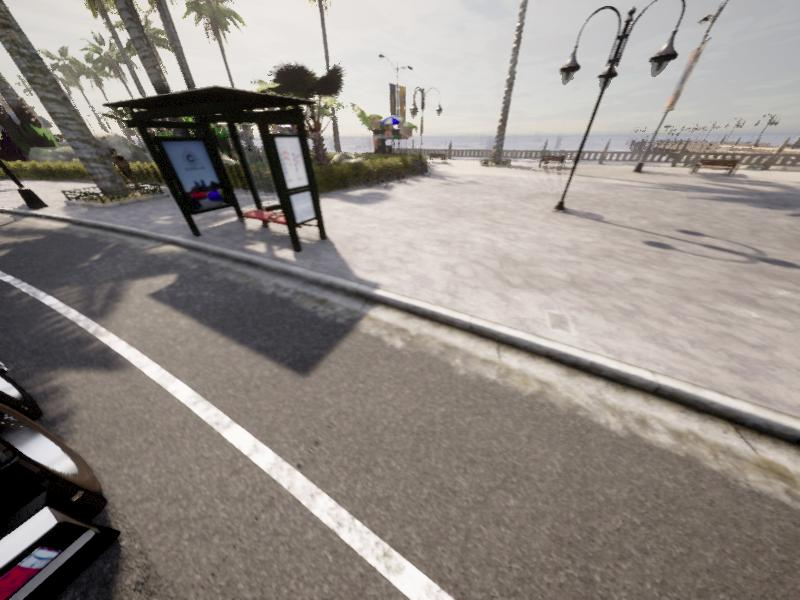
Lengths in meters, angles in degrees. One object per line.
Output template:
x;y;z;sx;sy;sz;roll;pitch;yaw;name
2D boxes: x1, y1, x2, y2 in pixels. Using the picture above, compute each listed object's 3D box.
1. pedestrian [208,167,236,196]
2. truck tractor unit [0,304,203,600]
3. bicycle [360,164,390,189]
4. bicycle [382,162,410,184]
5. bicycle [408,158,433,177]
-8.153;-5.446;10.606;0.500;1.100;0.500;14;38;20;pedestrian
-5.183;-0.221;0.684;6.516;4.208;3.053;15;38;21;truck tractor unit
-1.299;-6.439;12.061;1.643;1.024;0.373;20;40;26;bicycle
-0.228;-7.423;13.451;1.643;1.024;0.373;20;40;26;bicycle
1.379;-8.898;15.537;1.643;1.024;0.373;20;40;26;bicycle
